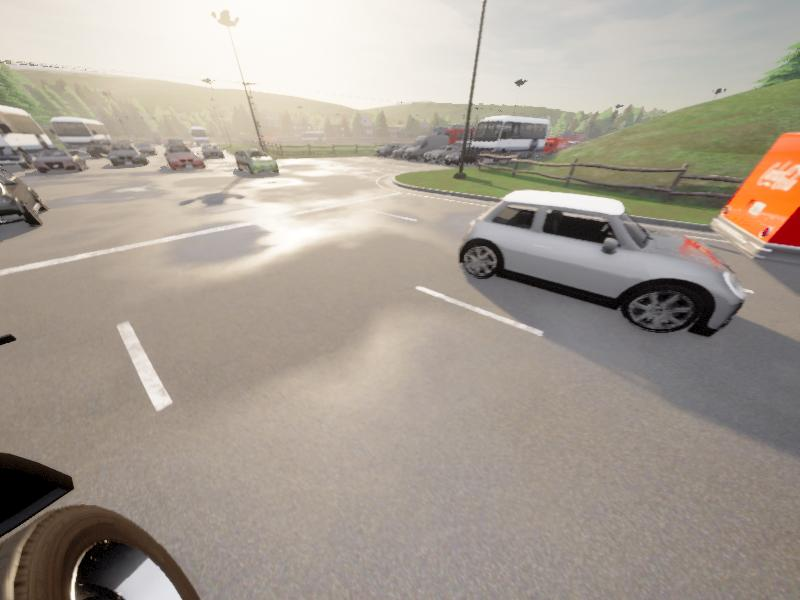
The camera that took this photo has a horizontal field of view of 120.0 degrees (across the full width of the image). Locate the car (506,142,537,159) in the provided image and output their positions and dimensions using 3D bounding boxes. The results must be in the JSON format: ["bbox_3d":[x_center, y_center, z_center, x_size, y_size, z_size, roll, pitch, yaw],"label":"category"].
[{"bbox_3d":[17.567,-21.677,33.456,3.866,1.878,1.905,-22,41,-29],"label":"car"}]

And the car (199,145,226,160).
[{"bbox_3d":[-23.066,-18.172,28.371,1.994,1.385,4.181,-24,42,-31],"label":"car"}]

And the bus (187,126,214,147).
[{"bbox_3d":[-53.947,-44.271,62.690,3.944,4.253,10.273,-22,41,-29],"label":"bus"}]

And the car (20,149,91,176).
[{"bbox_3d":[-25.080,-10.256,17.047,1.994,1.385,4.181,-27,43,-33],"label":"car"}]

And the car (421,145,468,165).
[{"bbox_3d":[5.043,-16.398,25.992,5.027,1.651,2.152,-22,41,-29],"label":"car"}]

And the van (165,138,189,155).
[{"bbox_3d":[-33.650,-23.280,34.980,1.775,1.987,4.442,-22,41,-29],"label":"van"}]

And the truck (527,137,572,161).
[{"bbox_3d":[20.333,-20.573,31.414,5.204,2.467,2.627,-23,41,-29],"label":"truck"}]

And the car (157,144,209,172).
[{"bbox_3d":[-17.922,-11.762,19.030,2.242,1.667,4.611,-28,44,-34],"label":"car"}]

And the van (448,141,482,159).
[{"bbox_3d":[8.906,-20.627,31.761,4.442,1.987,1.775,-22,41,-29],"label":"van"}]

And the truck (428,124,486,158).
[{"bbox_3d":[8.514,-23.705,34.546,8.468,3.827,2.891,-22,41,-29],"label":"truck"}]

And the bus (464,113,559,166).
[{"bbox_3d":[12.624,-18.026,26.126,10.273,4.253,3.944,-22,41,-29],"label":"bus"}]

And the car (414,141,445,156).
[{"bbox_3d":[4.693,-23.819,36.353,4.605,1.855,1.932,-22,41,-29],"label":"car"}]

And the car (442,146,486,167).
[{"bbox_3d":[6.444,-14.487,23.297,3.988,1.617,1.851,-22,41,-29],"label":"car"}]

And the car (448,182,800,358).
[{"bbox_3d":[3.122,-0.970,4.080,3.806,1.475,1.970,23,41,28],"label":"car"}]

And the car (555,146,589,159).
[{"bbox_3d":[26.252,-22.617,35.244,4.902,1.511,2.128,-22,41,-29],"label":"car"}]

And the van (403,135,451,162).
[{"bbox_3d":[3.303,-18.543,28.231,5.915,2.561,1.988,-22,41,-29],"label":"van"}]

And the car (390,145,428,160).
[{"bbox_3d":[1.213,-19.740,30.821,4.892,1.490,1.837,-22,41,-29],"label":"car"}]

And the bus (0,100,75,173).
[{"bbox_3d":[-31.773,-12.924,18.260,3.944,4.253,10.273,-25,42,-31],"label":"bus"}]

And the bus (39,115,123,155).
[{"bbox_3d":[-46.524,-24.400,34.428,3.944,4.253,10.273,-22,41,-29],"label":"bus"}]

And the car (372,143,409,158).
[{"bbox_3d":[-1.301,-21.260,32.804,4.611,1.667,2.242,-23,41,-29],"label":"car"}]

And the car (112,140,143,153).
[{"bbox_3d":[-45.360,-25.733,38.599,2.242,1.667,4.611,-22,41,-29],"label":"car"}]

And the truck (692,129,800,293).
[{"bbox_3d":[9.555,-1.209,3.647,5.204,2.467,2.627,21,40,27],"label":"truck"}]

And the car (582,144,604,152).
[{"bbox_3d":[44.849,-35.220,53.564,5.357,1.411,2.033,-22,41,-29],"label":"car"}]

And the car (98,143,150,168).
[{"bbox_3d":[-24.649,-13.108,20.863,2.242,1.667,4.611,-26,43,-32],"label":"car"}]

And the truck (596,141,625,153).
[{"bbox_3d":[46.050,-33.511,50.535,6.274,2.098,2.390,-22,41,-29],"label":"truck"}]

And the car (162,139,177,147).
[{"bbox_3d":[-58.833,-40.109,58.973,2.033,1.649,4.856,-22,41,-29],"label":"car"}]

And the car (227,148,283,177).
[{"bbox_3d":[-10.987,-10.509,17.459,4.514,1.525,2.007,30,44,35],"label":"car"}]

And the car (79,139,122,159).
[{"bbox_3d":[-36.116,-18.360,28.010,1.905,1.878,3.866,-22,41,-29],"label":"car"}]

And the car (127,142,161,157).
[{"bbox_3d":[-34.984,-20.698,31.719,2.163,1.488,4.792,-22,41,-29],"label":"car"}]

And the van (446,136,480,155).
[{"bbox_3d":[10.899,-26.651,39.902,5.915,2.561,1.988,-22,41,-29],"label":"van"}]

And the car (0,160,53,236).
[{"bbox_3d":[-12.312,-3.031,6.743,3.705,1.549,1.789,27,43,33],"label":"car"}]

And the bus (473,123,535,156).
[{"bbox_3d":[18.033,-27.717,40.025,10.273,4.253,3.944,-22,41,-29],"label":"bus"}]

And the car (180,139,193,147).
[{"bbox_3d":[-55.626,-40.951,60.257,1.801,1.575,5.366,-22,41,-29],"label":"car"}]

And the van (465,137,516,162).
[{"bbox_3d":[11.687,-19.469,29.761,6.366,2.431,2.351,-22,41,-29],"label":"van"}]

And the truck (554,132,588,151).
[{"bbox_3d":[43.988,-40.829,59.444,8.468,3.827,2.891,-22,41,-29],"label":"truck"}]
